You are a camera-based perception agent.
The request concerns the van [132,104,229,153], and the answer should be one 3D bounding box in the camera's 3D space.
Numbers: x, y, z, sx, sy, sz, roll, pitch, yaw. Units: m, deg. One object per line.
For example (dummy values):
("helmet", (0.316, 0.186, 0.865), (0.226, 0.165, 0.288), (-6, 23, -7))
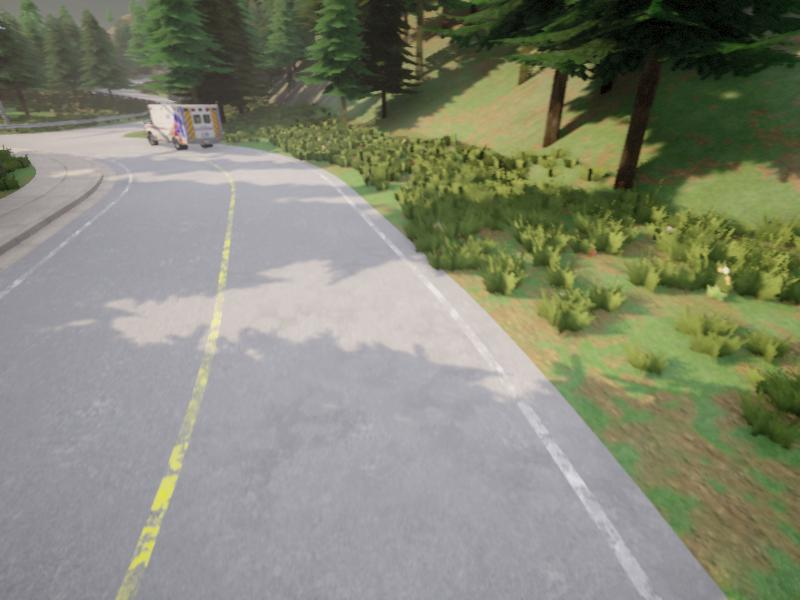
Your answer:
("van", (-13.757, -10.857, 25.015), (6.366, 2.431, 2.351), (20, 33, 33))
